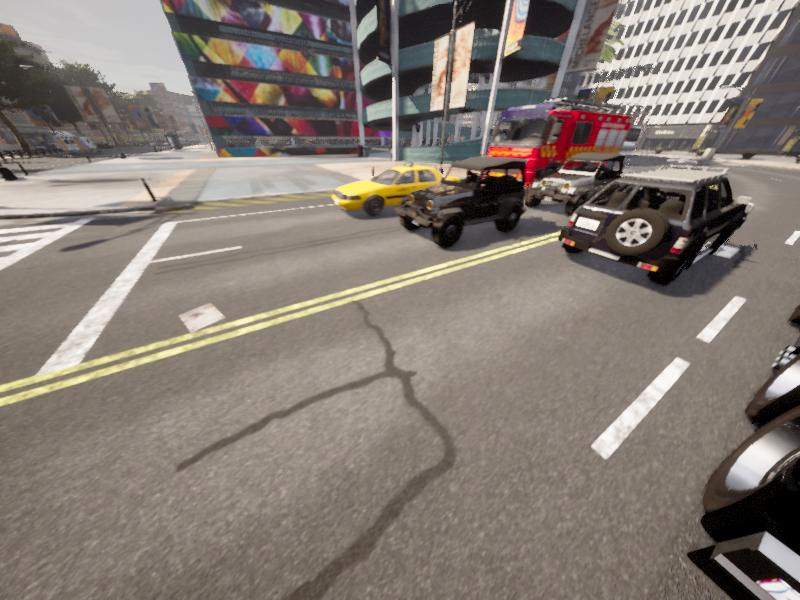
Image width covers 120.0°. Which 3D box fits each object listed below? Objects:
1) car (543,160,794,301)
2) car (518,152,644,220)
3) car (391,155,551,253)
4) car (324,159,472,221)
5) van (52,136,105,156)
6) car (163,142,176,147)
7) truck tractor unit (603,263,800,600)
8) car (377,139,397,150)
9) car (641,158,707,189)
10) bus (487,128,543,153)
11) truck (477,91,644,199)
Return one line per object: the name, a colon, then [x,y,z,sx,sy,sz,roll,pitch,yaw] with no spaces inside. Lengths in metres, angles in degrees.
car: [5.804,-1.879,5.115,4.605,1.855,1.932,-18,39,-24]
car: [6.986,-4.613,9.043,3.866,1.878,1.905,-19,39,-25]
car: [1.911,-2.933,6.585,3.866,1.878,1.905,-19,39,-25]
car: [0.079,-4.510,9.107,5.366,1.575,1.801,-18,39,-25]
van: [-50.353,-24.366,36.472,2.351,2.431,6.366,-18,39,-25]
car: [-70.160,-47.384,70.381,1.895,1.301,4.718,-18,39,-25]
truck tractor unit: [5.107,-0.304,0.790,6.516,4.208,3.053,-18,39,-24]
car: [-3.150,-37.933,56.381,2.435,2.045,5.566,-18,39,-25]
car: [17.710,-8.246,14.882,4.718,1.301,1.895,-25,42,-31]
bus: [24.930,-35.213,51.133,3.944,4.253,10.273,-15,38,-21]
truck: [8.668,-8.266,12.616,8.468,3.827,2.891,-19,39,-26]
